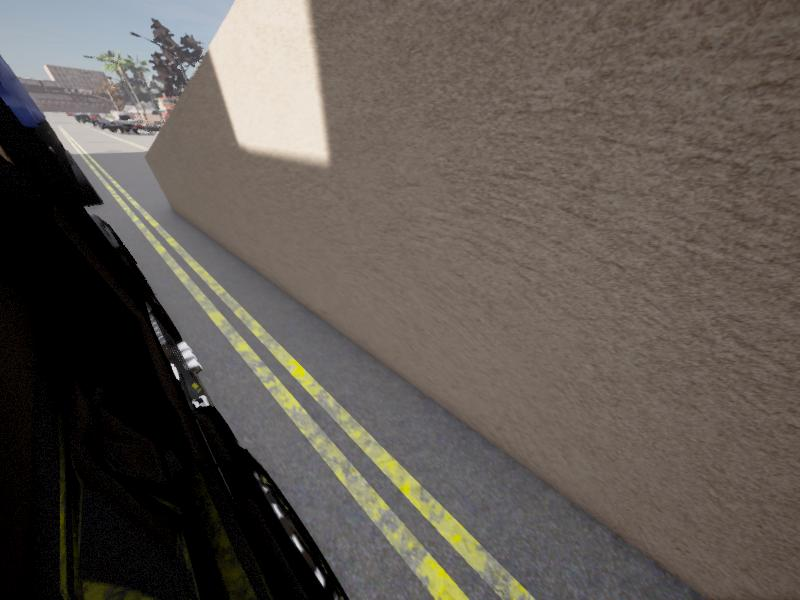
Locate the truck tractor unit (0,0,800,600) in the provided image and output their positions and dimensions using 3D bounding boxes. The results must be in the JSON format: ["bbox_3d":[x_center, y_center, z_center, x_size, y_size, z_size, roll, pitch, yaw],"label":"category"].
[{"bbox_3d":[-2.645,-0.295,0.351,6.516,4.208,3.053,28,44,30],"label":"truck tractor unit"}]

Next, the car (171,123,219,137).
[{"bbox_3d":[-29.131,-24.198,32.945,2.007,1.525,4.514,30,45,32],"label":"car"}]

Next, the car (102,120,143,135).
[{"bbox_3d":[-38.545,-23.959,32.082,4.892,1.490,1.837,19,40,22],"label":"car"}]

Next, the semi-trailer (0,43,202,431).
[{"bbox_3d":[-8.704,-3.595,4.232,14.254,4.402,2.717,28,44,30],"label":"semi-trailer"}]

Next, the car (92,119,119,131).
[{"bbox_3d":[-50.531,-30.089,39.640,5.357,1.411,2.033,28,44,30],"label":"car"}]

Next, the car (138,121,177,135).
[{"bbox_3d":[-36.280,-25.800,34.635,3.705,1.549,1.789,9,38,8],"label":"car"}]

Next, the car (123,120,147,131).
[{"bbox_3d":[-47.316,-31.186,41.231,3.806,1.475,1.970,28,44,30],"label":"car"}]
